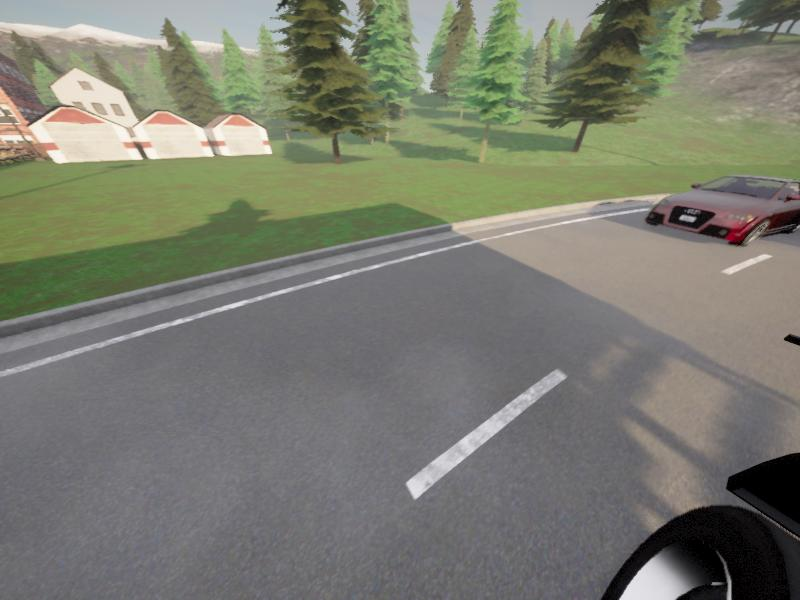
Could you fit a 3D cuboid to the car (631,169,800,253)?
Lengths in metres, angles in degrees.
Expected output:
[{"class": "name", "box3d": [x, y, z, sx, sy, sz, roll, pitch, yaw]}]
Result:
[{"class": "car", "box3d": [9.253, -2.625, 6.369, 4.181, 1.385, 1.994, -12, 37, -16]}]
